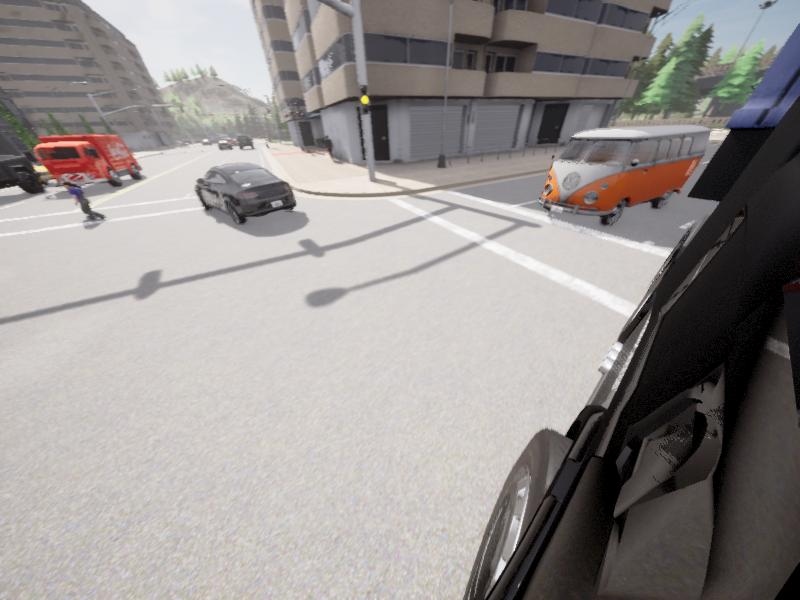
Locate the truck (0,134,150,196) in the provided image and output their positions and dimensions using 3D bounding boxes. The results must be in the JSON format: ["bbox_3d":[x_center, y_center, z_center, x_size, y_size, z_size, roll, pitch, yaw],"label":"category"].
[{"bbox_3d":[-17.907,-8.058,13.432,2.627,2.467,5.204,-19,40,-20],"label":"truck"}]

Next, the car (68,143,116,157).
[{"bbox_3d":[-55.281,-27.118,41.647,4.553,1.767,2.097,-19,40,-20],"label":"car"}]

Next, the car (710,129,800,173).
[{"bbox_3d":[17.741,-7.277,11.138,4.181,1.385,1.994,-19,40,-21],"label":"car"}]

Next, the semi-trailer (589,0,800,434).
[{"bbox_3d":[9.285,-3.118,3.552,14.254,4.402,2.717,-21,40,-22],"label":"semi-trailer"}]

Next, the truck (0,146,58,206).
[{"bbox_3d":[-19.670,-5.326,10.200,2.390,2.098,6.274,-18,40,-20],"label":"truck"}]

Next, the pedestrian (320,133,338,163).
[{"bbox_3d":[-5.383,-11.591,17.604,0.751,1.860,0.751,-21,41,-23],"label":"pedestrian"}]

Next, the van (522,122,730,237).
[{"bbox_3d":[5.820,-3.386,6.152,4.442,1.987,1.775,-19,40,-21],"label":"van"}]

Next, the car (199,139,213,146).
[{"bbox_3d":[-53.851,-43.768,64.153,2.163,1.488,4.792,-19,40,-20],"label":"car"}]

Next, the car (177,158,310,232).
[{"bbox_3d":[-5.333,-3.745,7.761,4.674,1.442,1.812,25,45,32],"label":"car"}]

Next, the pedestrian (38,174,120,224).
[{"bbox_3d":[-10.313,-3.278,7.520,0.751,1.300,0.751,-12,38,-12],"label":"pedestrian"}]

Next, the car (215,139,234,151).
[{"bbox_3d":[-32.734,-29.046,43.152,2.038,1.542,4.974,-19,40,-20],"label":"car"}]

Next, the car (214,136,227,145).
[{"bbox_3d":[-51.185,-45.468,65.934,1.905,1.878,3.866,-19,40,-20],"label":"car"}]

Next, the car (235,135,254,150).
[{"bbox_3d":[-28.316,-28.806,42.136,2.150,2.045,5.566,-19,40,-20],"label":"car"}]

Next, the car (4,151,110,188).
[{"bbox_3d":[-23.207,-9.200,16.028,1.801,1.575,5.366,-18,39,-20],"label":"car"}]

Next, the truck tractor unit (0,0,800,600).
[{"bbox_3d":[2.645,-0.295,0.351,6.516,4.208,3.053,-28,44,-30],"label":"truck tractor unit"}]
